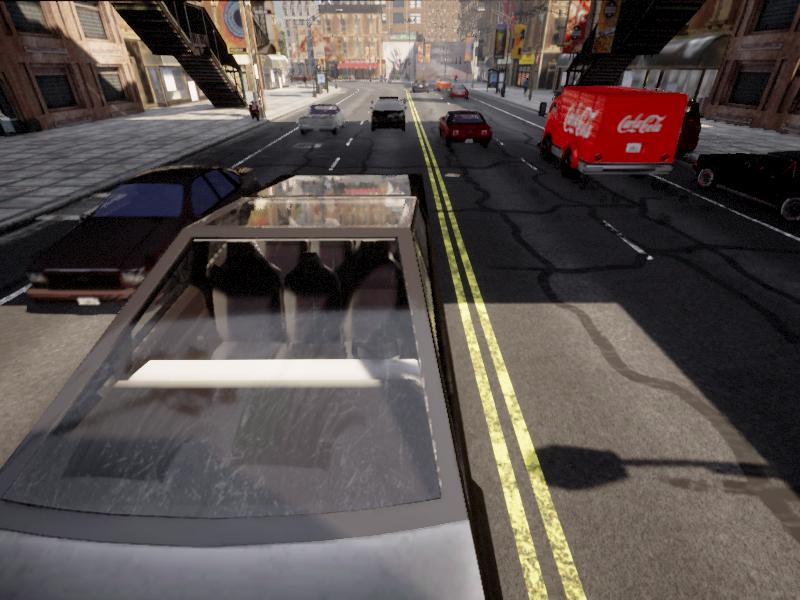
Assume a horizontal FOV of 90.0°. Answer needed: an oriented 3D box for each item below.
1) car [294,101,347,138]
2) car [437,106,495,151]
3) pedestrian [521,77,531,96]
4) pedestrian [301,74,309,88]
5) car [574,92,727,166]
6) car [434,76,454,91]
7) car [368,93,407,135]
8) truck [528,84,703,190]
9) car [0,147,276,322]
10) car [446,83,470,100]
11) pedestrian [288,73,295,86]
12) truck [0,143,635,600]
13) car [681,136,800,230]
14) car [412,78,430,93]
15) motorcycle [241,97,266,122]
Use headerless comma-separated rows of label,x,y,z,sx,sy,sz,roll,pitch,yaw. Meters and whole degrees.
car,-4.120,-9.763,21.470,1.895,1.301,4.718,0,30,0
car,2.881,-8.003,18.438,1.895,1.301,4.718,0,30,0
pedestrian,13.831,-23.466,43.988,0.751,1.860,0.751,5,31,8
pedestrian,-14.927,-34.435,62.847,0.751,1.860,0.751,-13,33,-21
car,9.442,-7.006,15.978,2.435,2.045,5.566,0,30,0
car,6.241,-31.290,57.829,2.097,1.767,4.553,-2,30,-3
car,-0.624,-10.494,22.370,1.930,1.638,5.238,0,30,0
truck,6.375,-5.514,13.002,2.627,2.467,5.204,0,30,0
car,-4.175,-1.655,7.486,2.033,1.411,5.357,0,30,0
car,6.324,-22.953,43.964,1.994,1.385,4.181,0,30,0
pedestrian,-18.401,-37.352,67.851,0.751,1.860,0.751,-25,38,-36
truck,-0.709,0.181,3.676,2.390,2.098,6.274,0,30,0
car,9.501,-2.961,9.776,1.895,1.301,4.718,0,30,0
car,2.793,-29.674,55.317,2.242,1.667,4.611,0,30,0
motorcycle,-9.059,-11.826,24.762,0.856,1.236,1.805,-17,34,-26
